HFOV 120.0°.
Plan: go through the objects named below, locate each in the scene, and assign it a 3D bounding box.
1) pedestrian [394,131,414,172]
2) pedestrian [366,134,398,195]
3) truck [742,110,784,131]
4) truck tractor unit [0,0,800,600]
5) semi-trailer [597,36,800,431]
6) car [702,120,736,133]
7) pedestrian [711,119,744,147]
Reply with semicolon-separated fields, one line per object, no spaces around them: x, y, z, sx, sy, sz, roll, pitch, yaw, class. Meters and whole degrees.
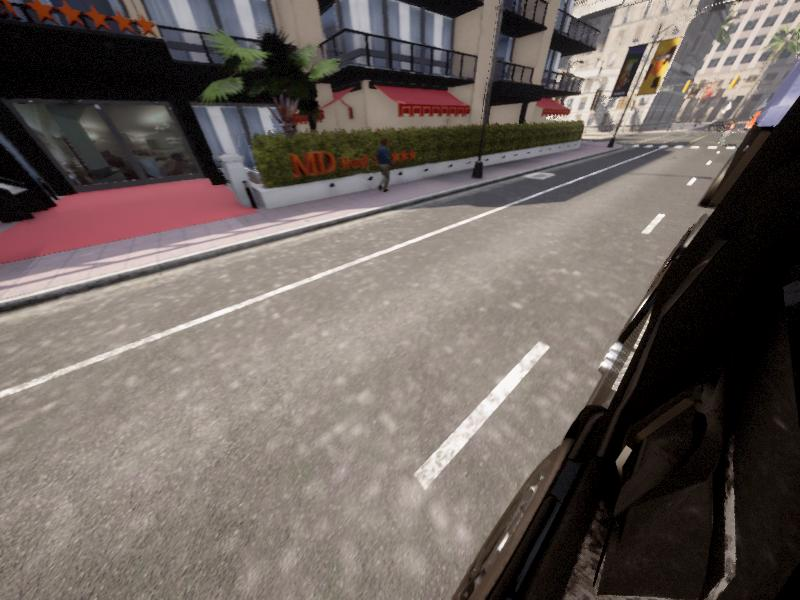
0.258;-8.311;12.972;0.751;1.860;0.751;-27;43;-29;pedestrian
-0.621;-5.021;8.591;0.751;1.860;0.751;28;46;34;pedestrian
57.386;-28.403;36.643;5.204;2.467;2.627;-28;44;-30;truck
2.645;-0.295;0.351;6.516;4.208;3.053;-28;44;-30;truck tractor unit
8.729;-3.553;4.239;14.254;4.402;2.717;-27;43;-30;semi-trailer
50.717;-27.587;36.734;4.892;1.490;1.837;-21;41;-24;car
27.153;-13.830;19.168;0.751;1.860;0.751;-28;43;-30;pedestrian
